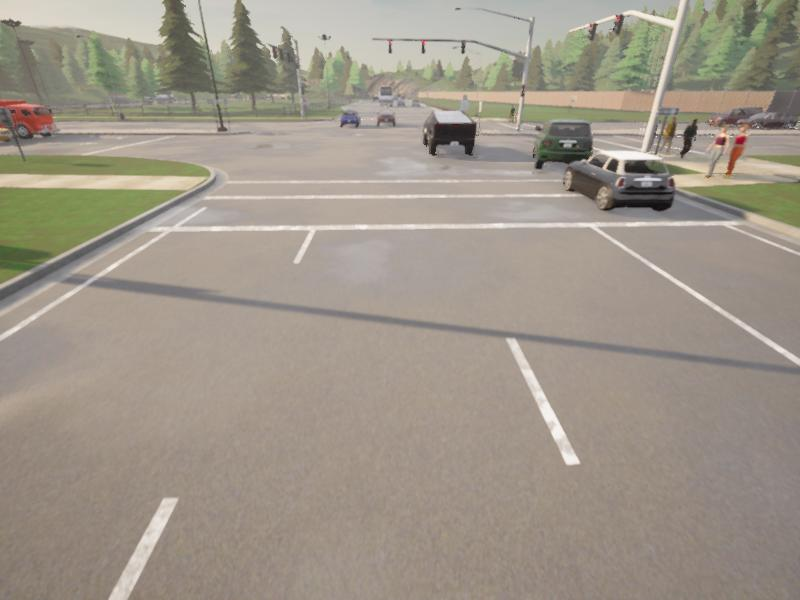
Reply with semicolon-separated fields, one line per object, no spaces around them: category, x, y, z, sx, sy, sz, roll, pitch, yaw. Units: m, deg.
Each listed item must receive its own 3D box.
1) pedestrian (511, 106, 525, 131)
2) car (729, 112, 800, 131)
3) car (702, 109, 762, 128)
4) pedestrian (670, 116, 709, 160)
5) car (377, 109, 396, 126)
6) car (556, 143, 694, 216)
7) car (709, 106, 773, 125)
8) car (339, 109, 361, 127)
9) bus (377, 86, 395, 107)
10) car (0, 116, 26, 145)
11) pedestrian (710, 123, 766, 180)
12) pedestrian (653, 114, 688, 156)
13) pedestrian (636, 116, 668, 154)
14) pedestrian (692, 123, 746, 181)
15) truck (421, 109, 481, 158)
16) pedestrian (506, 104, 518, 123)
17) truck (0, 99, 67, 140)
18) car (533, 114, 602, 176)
pedestrian;9.885;-15.271;33.577;0.751;1.860;0.751;4;28;7
car;33.712;-16.428;36.731;4.792;1.488;2.163;0;27;-1
car;32.968;-18.094;39.797;3.988;1.617;1.851;0;27;-1
pedestrian;13.554;-7.599;18.768;0.751;1.860;0.751;1;27;1
car;-1.443;-18.901;41.335;1.812;1.442;4.674;-1;27;-2
car;6.612;-3.843;12.365;1.970;1.475;3.806;0;27;0
car;36.480;-19.814;42.923;4.553;1.767;2.097;0;27;-1
car;-4.888;-18.123;39.785;1.816;1.474;4.193;-1;27;-2
bus;-3.332;-47.726;93.743;3.944;4.253;10.273;-1;27;-2
car;-27.500;-10.761;25.375;5.366;1.575;1.801;0;27;-1
pedestrian;12.340;-5.432;14.656;0.751;1.860;0.751;-5;28;-10
pedestrian;13.456;-8.217;19.968;0.751;1.860;0.751;2;27;3
pedestrian;13.725;-8.988;21.836;0.751;1.860;0.751;1;27;2
pedestrian;11.571;-5.391;14.573;0.751;1.860;0.751;-7;28;-13
truck;2.678;-9.655;22.852;2.390;2.098;6.274;-1;27;-2
pedestrian;12.148;-20.241;43.485;0.751;1.860;0.751;-3;28;-6
truck;-27.584;-12.769;28.275;5.204;2.467;2.627;0;27;-1
car;7.426;-7.289;18.383;2.150;2.045;5.566;7;28;14
